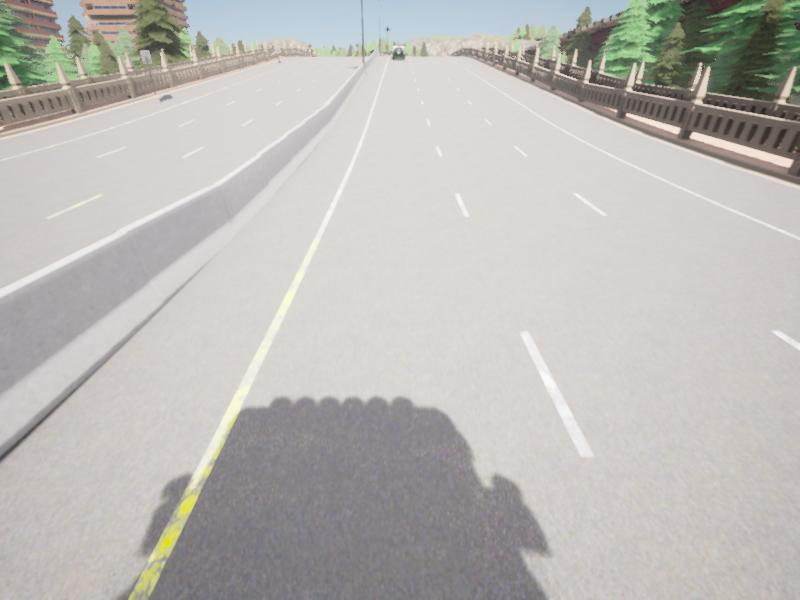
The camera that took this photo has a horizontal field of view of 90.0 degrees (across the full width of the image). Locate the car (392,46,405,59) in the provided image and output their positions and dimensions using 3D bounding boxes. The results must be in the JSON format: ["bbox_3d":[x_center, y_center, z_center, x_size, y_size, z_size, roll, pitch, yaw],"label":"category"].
[{"bbox_3d":[-0.233,-41.966,67.886,2.097,1.767,4.553,0,34,0],"label":"car"}]
